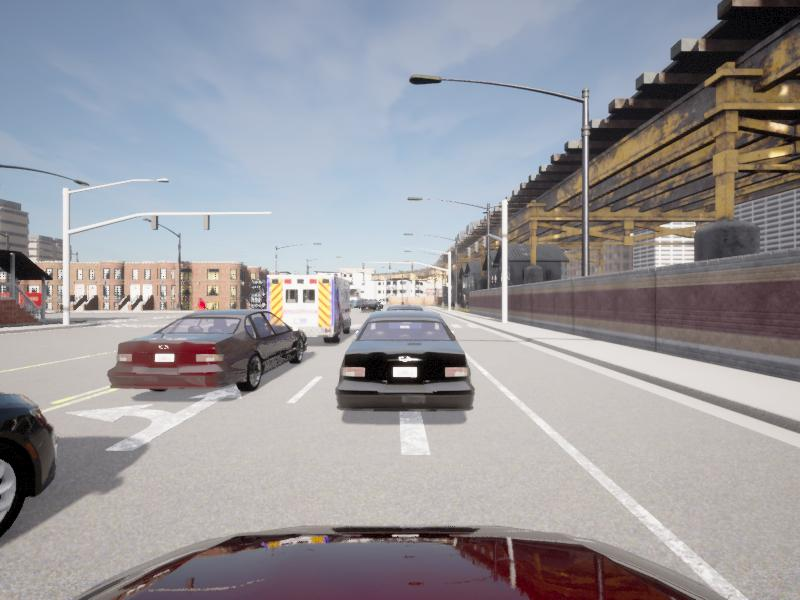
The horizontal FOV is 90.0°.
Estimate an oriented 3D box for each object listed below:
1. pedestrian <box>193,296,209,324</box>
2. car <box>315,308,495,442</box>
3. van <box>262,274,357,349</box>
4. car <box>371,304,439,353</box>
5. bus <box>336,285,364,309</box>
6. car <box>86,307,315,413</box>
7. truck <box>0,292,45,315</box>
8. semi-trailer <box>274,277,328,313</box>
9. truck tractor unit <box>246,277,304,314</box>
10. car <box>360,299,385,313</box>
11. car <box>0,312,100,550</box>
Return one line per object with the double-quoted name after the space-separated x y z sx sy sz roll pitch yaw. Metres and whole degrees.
-13.214 0.637 26.575 0.751 1.860 0.751 0 0 -1 "pedestrian"
0.088 0.895 7.195 2.033 1.411 5.357 0 0 1 "car"
-3.303 0.378 16.290 2.351 2.431 6.366 0 0 1 "van"
0.178 0.895 14.747 2.033 1.411 5.357 0 0 1 "car"
-9.438 -0.534 76.802 3.944 4.253 10.273 0 0 1 "bus"
-3.400 0.895 8.344 2.033 1.411 5.357 0 0 1 "car"
-44.222 0.360 45.902 5.204 2.467 2.627 0 0 11 "truck"
-13.681 -0.623 57.043 2.717 4.402 14.254 0 0 6 "semi-trailer"
-15.271 -0.520 49.392 3.053 4.208 6.516 0 0 28 "truck tractor unit"
-3.536 0.771 52.208 1.930 1.638 5.238 0 0 12 "car"
-3.490 0.844 0.953 1.837 1.490 4.892 0 0 1 "car"
